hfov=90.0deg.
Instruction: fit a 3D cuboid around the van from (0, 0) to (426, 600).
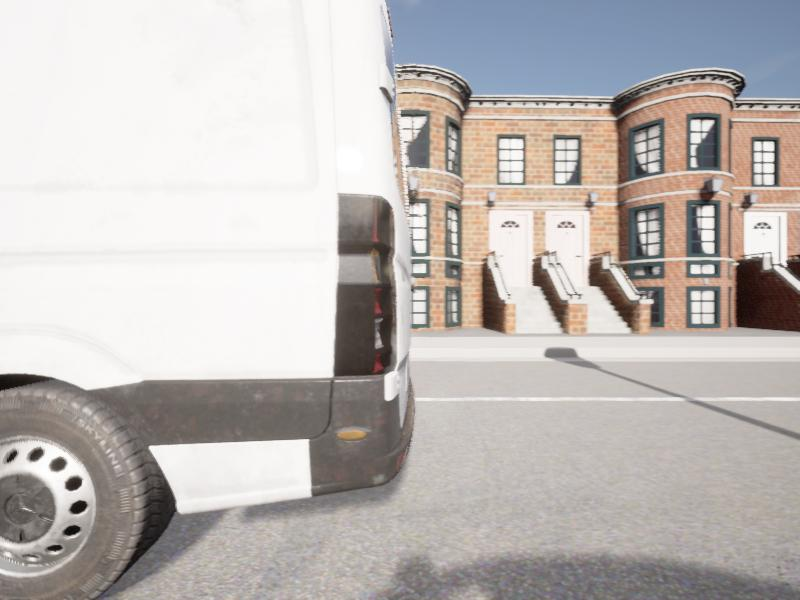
[{"bbox_3d":[-2.881,-0.279,2.202,5.915,2.561,1.988,0,0,0],"label":"van"}]
